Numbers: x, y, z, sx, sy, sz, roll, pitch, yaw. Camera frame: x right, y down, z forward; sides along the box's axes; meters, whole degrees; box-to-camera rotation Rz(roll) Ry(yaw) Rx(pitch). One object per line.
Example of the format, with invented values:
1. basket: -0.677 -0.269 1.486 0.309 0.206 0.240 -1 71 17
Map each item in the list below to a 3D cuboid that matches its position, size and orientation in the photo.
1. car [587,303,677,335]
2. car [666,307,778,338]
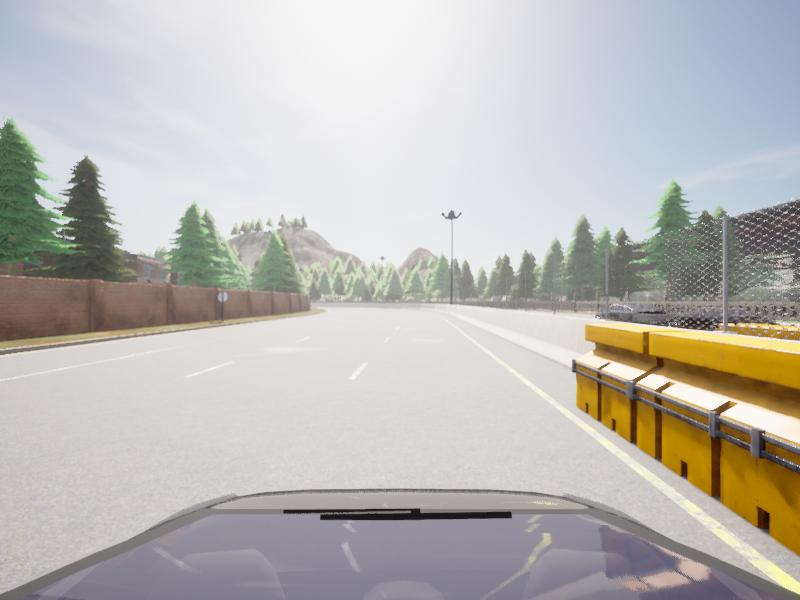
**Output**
1. car: 11.991 0.906 21.154 2.128 1.511 4.902 0 0 3
2. car: 15.411 1.009 19.577 1.895 1.301 4.718 0 0 3
